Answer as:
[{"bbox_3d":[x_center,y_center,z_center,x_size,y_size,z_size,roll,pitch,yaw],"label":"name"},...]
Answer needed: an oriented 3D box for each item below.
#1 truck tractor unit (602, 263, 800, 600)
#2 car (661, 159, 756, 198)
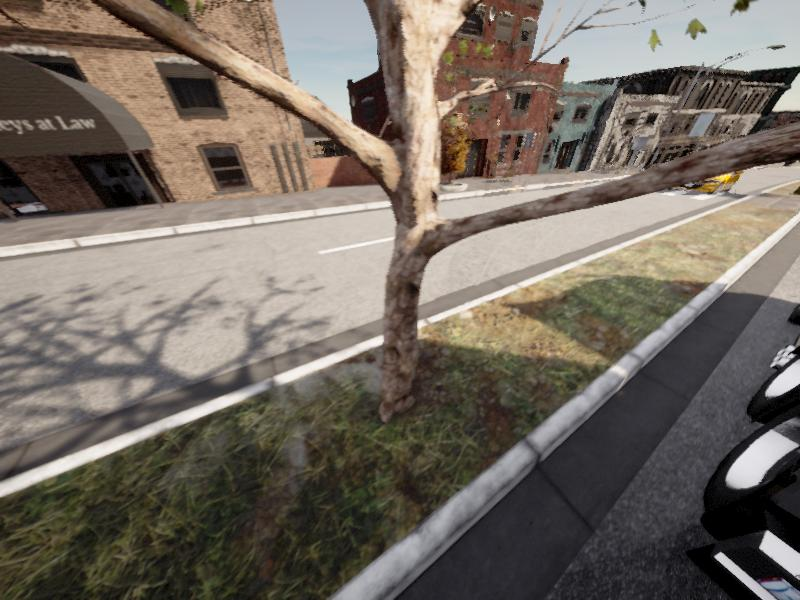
[{"bbox_3d":[5.115,-0.295,0.792,6.516,4.208,3.053,-18,39,-24],"label":"truck tractor unit"},{"bbox_3d":[17.591,-7.030,13.184,5.008,1.535,1.882,-17,39,-25],"label":"car"}]
